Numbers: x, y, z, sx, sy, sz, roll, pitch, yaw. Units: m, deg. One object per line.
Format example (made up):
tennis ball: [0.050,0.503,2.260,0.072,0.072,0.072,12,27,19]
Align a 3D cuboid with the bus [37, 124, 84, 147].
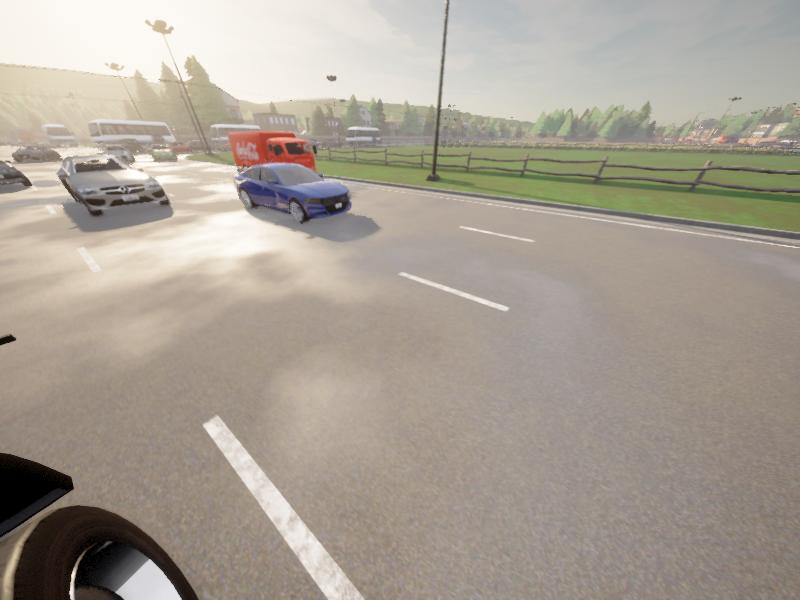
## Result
bus: [-79.447,-38.395,54.038,10.273,4.253,3.944,22,41,28]

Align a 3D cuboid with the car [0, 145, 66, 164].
car: [-37.411,-15.018,23.722,1.994,1.385,4.181,-19,39,-25]

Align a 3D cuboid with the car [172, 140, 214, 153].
car: [-35.606,-26.576,39.870,2.242,1.667,4.611,19,39,24]

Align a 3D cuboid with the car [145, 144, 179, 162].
car: [-26.111,-16.185,25.333,2.007,1.525,4.514,-27,44,-33]

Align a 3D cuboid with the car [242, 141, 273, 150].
car: [-29.381,-32.010,47.792,2.163,1.488,4.792,22,40,27]

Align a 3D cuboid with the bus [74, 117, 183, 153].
bus: [-43.779,-27.001,38.166,3.944,4.253,10.273,12,36,19]

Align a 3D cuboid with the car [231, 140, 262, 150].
car: [-32.487,-33.038,49.060,2.242,1.667,4.611,22,41,28]

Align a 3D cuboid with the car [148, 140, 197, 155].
car: [-34.213,-23.077,34.918,2.242,1.667,4.611,9,36,12]

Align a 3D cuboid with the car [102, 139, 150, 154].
car: [-41.127,-23.206,34.853,1.905,1.878,3.866,4,35,6]

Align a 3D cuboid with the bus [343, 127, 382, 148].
bus: [-9.482,-42.458,60.375,3.944,4.253,10.273,22,40,27]

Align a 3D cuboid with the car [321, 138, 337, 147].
car: [-19.667,-43.808,64.253,1.905,1.878,3.866,22,40,27]

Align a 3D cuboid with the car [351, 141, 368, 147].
car: [-11.183,-43.519,64.426,1.895,1.301,4.718,22,40,27]

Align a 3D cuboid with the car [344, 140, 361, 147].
car: [-13.575,-45.179,66.552,1.882,1.535,5.008,22,40,27]

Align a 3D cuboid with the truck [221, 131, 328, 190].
truck: [-7.169,-8.179,13.311,5.204,2.467,2.627,22,41,28]

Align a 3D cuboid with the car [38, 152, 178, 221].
car: [-11.231,-4.559,8.879,5.027,1.651,2.152,22,41,28]

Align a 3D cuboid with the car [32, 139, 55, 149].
car: [-75.491,-33.145,48.938,5.366,1.575,1.801,22,41,28]

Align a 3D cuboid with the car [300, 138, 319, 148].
car: [-22.030,-38.292,56.408,1.905,1.878,3.866,22,40,27]

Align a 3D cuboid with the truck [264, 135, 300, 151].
truck: [-22.957,-30.646,45.060,2.627,2.467,5.204,22,40,27]

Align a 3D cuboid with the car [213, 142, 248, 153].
car: [-28.347,-25.569,38.761,1.994,1.385,4.181,20,40,25]

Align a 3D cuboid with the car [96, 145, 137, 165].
car: [-28.223,-14.623,23.142,1.970,1.475,3.806,-28,44,-34]

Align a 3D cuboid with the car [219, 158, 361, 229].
car: [-3.961,-4.016,8.241,5.008,1.535,1.882,22,41,28]

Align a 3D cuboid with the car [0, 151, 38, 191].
car: [-21.204,-6.646,11.817,3.705,1.549,1.789,17,38,22]

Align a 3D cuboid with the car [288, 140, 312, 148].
car: [-25.012,-39.355,58.125,2.152,1.651,5.027,21,40,27]

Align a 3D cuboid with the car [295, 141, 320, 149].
car: [-21.052,-35.396,52.637,2.128,1.511,4.902,22,40,28]

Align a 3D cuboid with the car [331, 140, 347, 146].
car: [-18.536,-48.154,70.740,2.007,1.525,4.514,22,41,27]

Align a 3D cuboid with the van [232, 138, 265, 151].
van: [-28.492,-29.404,43.660,1.775,1.987,4.442,22,41,27]

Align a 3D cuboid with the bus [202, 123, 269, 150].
bus: [-35.175,-35.388,50.132,3.944,4.253,10.273,21,40,27]

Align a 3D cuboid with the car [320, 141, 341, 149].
car: [-16.104,-35.904,53.522,1.994,1.385,4.181,22,40,27]
